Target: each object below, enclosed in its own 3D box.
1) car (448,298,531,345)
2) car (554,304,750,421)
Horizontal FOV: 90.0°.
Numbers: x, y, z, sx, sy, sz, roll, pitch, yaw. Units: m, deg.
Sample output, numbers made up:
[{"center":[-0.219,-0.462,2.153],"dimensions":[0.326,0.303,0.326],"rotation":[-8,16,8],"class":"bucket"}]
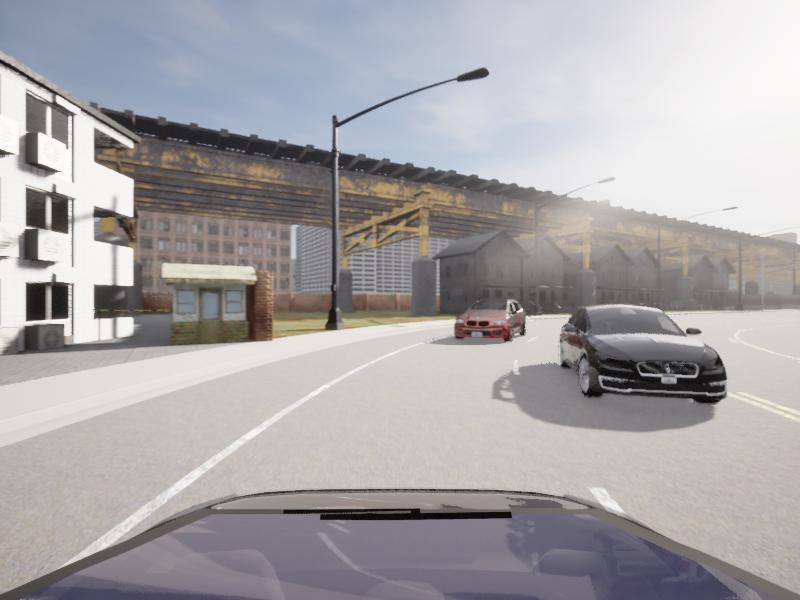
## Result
[{"center":[3.908,0.765,16.768],"dimensions":[2.242,1.667,4.611],"rotation":[0,0,28],"class":"car"},{"center":[4.298,0.851,7.828],"dimensions":[1.837,1.490,4.892],"rotation":[-1,0,15],"class":"car"}]
